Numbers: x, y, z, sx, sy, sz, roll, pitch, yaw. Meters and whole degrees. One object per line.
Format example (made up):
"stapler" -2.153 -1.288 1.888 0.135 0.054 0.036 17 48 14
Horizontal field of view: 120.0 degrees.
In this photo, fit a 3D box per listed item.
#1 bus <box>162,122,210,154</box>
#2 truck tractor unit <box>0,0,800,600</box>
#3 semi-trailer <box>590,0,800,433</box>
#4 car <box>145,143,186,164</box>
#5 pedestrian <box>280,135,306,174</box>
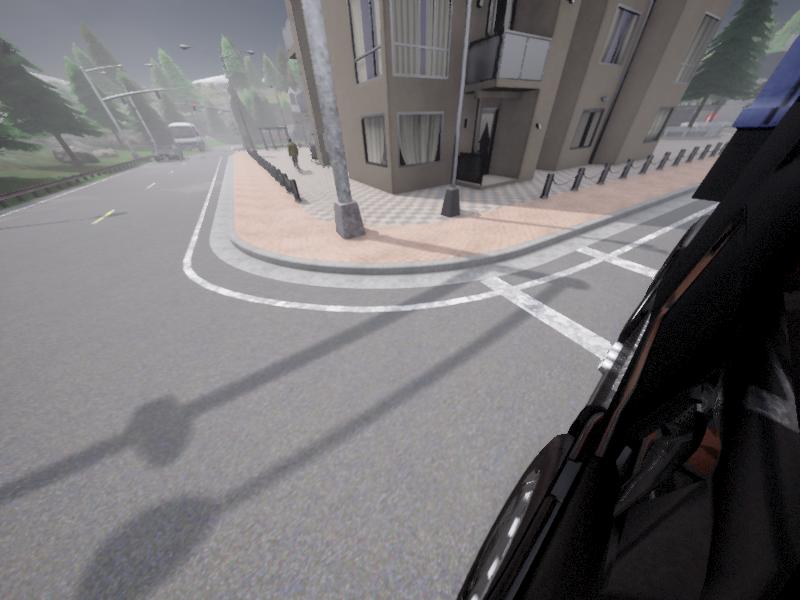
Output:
"bus" -38.825 -29.955 42.573 3.944 4.253 10.273 -21 41 -23
"truck tractor unit" 2.645 -0.295 0.351 6.516 4.208 3.053 -28 44 -30
"semi-trailer" 9.178 -3.220 3.697 14.254 4.402 2.717 -22 41 -24
"car" -26.920 -17.061 26.743 2.242 1.667 4.611 -21 40 -23
"pedestrian" -6.326 -8.626 13.721 0.751 1.860 0.751 -22 41 -24
